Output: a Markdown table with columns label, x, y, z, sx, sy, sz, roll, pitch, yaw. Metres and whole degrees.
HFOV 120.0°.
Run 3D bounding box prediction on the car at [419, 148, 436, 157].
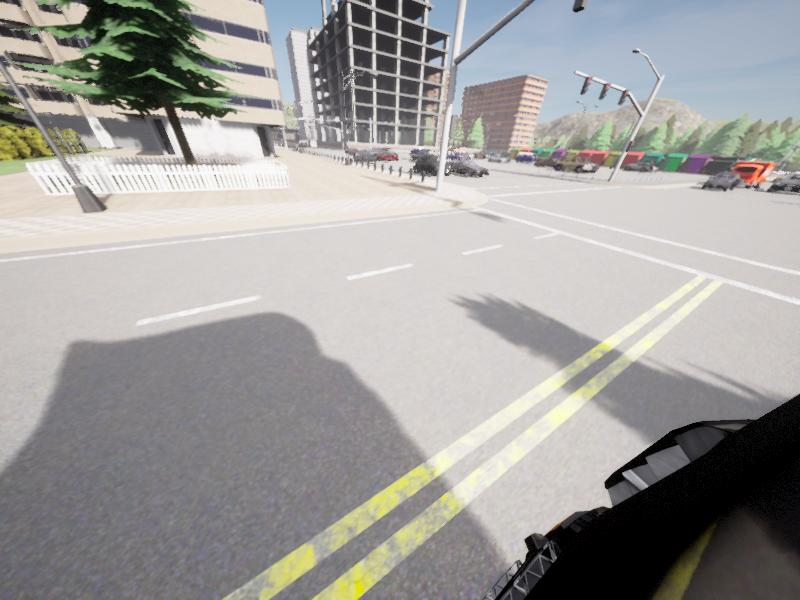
| label | x | y | z | sx | sy | sz | roll | pitch | yaw |
| --- | --- | --- | --- | --- | --- | --- | --- | --- | --- |
| car | 7.091 | -38.959 | 61.005 | 1.932 | 1.855 | 4.605 | -16 | 38 | -26 |

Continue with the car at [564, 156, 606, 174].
| label | x | y | z | sx | sy | sz | roll | pitch | yaw |
| --- | --- | --- | --- | --- | --- | --- | --- | --- | --- |
| car | 26.616 | -19.516 | 33.380 | 1.905 | 1.878 | 3.866 | -16 | 38 | -26 |

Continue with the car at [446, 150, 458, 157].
| label | x | y | z | sx | sy | sz | roll | pitch | yaw |
| --- | --- | --- | --- | --- | --- | --- | --- | --- | --- |
| car | 18.422 | -51.833 | 81.722 | 3.988 | 1.617 | 1.851 | -16 | 38 | -26 |

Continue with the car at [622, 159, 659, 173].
| label | x | y | z | sx | sy | sz | roll | pitch | yaw |
| --- | --- | --- | --- | --- | --- | --- | --- | --- | --- |
| car | 43.576 | -24.352 | 41.986 | 1.905 | 1.878 | 3.866 | -16 | 38 | -26 |

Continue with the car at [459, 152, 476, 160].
| label | x | y | z | sx | sy | sz | roll | pitch | yaw |
| --- | --- | --- | --- | --- | --- | --- | --- | --- | --- |
| car | 17.669 | -37.634 | 60.293 | 1.970 | 1.475 | 3.806 | -16 | 38 | -26 |

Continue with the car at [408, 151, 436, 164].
| label | x | y | z | sx | sy | sz | roll | pitch | yaw |
| --- | --- | --- | --- | --- | --- | --- | --- | --- | --- |
| car | 3.491 | -23.456 | 38.040 | 1.882 | 1.535 | 5.008 | -16 | 38 | -26 |

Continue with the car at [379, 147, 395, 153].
| label | x | y | z | sx | sy | sz | roll | pitch | yaw |
| --- | --- | --- | --- | --- | --- | --- | --- | --- | --- |
| car | -4.282 | -49.872 | 76.759 | 4.892 | 1.490 | 1.837 | -16 | 38 | -26 |

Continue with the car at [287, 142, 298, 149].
| label | x | y | z | sx | sy | sz | roll | pitch | yaw |
| --- | --- | --- | --- | --- | --- | --- | --- | --- | --- |
| car | -34.555 | -49.582 | 74.179 | 2.038 | 1.542 | 4.974 | -16 | 38 | -26 |

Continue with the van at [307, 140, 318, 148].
| label | x | y | z | sx | sy | sz | roll | pitch | yaw |
| --- | --- | --- | --- | --- | --- | --- | --- | --- | --- |
| van | -35.009 | -61.978 | 91.984 | 2.351 | 2.431 | 6.366 | -16 | 38 | -26 |

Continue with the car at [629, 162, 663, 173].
| label | x | y | z | sx | sy | sz | roll | pitch | yaw |
| --- | --- | --- | --- | --- | --- | --- | --- | --- | --- |
| car | 46.076 | -24.858 | 43.377 | 1.970 | 1.475 | 3.806 | -16 | 38 | -26 |

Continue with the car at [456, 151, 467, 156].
| label | x | y | z | sx | sy | sz | roll | pitch | yaw |
| --- | --- | --- | --- | --- | --- | --- | --- | --- | --- |
| car | 24.304 | -57.978 | 91.536 | 3.806 | 1.475 | 1.970 | -16 | 38 | -26 |

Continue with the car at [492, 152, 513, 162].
| label | x | y | z | sx | sy | sz | roll | pitch | yaw |
| --- | --- | --- | --- | --- | --- | --- | --- | --- | --- |
| car | 24.532 | -34.214 | 55.274 | 1.905 | 1.878 | 3.866 | -16 | 38 | -26 |

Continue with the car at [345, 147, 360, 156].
| label | x | y | z | sx | sy | sz | roll | pitch | yaw |
| --- | --- | --- | --- | --- | --- | --- | --- | --- | --- |
| car | -10.814 | -33.718 | 52.390 | 1.812 | 1.442 | 4.674 | -16 | 38 | -26 |

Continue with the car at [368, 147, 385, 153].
| label | x | y | z | sx | sy | sz | roll | pitch | yaw |
| --- | --- | --- | --- | --- | --- | --- | --- | --- | --- |
| car | -7.995 | -50.939 | 78.312 | 5.357 | 1.411 | 2.033 | -16 | 38 | -26 |

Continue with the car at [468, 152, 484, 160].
| label | x | y | z | sx | sy | sz | roll | pitch | yaw |
| --- | --- | --- | --- | --- | --- | --- | --- | --- | --- |
| car | 20.176 | -38.370 | 61.541 | 1.784 | 1.438 | 3.905 | -16 | 38 | -26 |

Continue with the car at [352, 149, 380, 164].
| label | x | y | z | sx | sy | sz | roll | pitch | yaw |
| --- | --- | --- | --- | --- | --- | --- | --- | --- | --- |
| car | -4.897 | -20.186 | 32.474 | 2.038 | 1.542 | 4.974 | -16 | 38 | -26 |

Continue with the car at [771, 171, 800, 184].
| label | x | y | z | sx | sy | sz | roll | pitch | yaw |
| --- | --- | --- | --- | --- | --- | --- | --- | --- | --- |
| car | 62.414 | -19.723 | 37.115 | 5.366 | 1.575 | 1.801 | -15 | 38 | -25 |

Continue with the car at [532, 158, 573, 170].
| label | x | y | z | sx | sy | sz | roll | pitch | yaw |
| --- | --- | --- | --- | --- | --- | --- | --- | --- | --- |
| car | 25.739 | -23.200 | 39.260 | 2.033 | 1.415 | 5.357 | -16 | 38 | -26 |

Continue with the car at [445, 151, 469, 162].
| label | x | y | z | sx | sy | sz | roll | pitch | yaw |
| --- | --- | --- | --- | --- | --- | --- | --- | --- | --- |
| car | 12.143 | -30.576 | 49.132 | 2.242 | 1.667 | 4.611 | -16 | 38 | -26 |

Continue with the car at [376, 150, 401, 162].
| label | x | y | z | sx | sy | sz | roll | pitch | yaw |
| --- | --- | --- | --- | --- | --- | --- | --- | --- | --- |
| car | -2.080 | -25.091 | 40.103 | 2.163 | 1.488 | 4.792 | -16 | 38 | -26 |

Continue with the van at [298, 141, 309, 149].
| label | x | y | z | sx | sy | sz | roll | pitch | yaw |
| --- | --- | --- | --- | --- | --- | --- | --- | --- | --- |
| van | -31.739 | -50.846 | 75.900 | 2.069 | 2.038 | 4.480 | -16 | 38 | -26 |

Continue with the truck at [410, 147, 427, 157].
| label | x | y | z | sx | sy | sz | roll | pitch | yaw |
| --- | --- | --- | --- | --- | --- | --- | --- | --- | --- |
| truck | 4.625 | -38.292 | 59.638 | 2.069 | 2.038 | 4.478 | -16 | 38 | -26 |

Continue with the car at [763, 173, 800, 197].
| label | x | y | z | sx | sy | sz | roll | pitch | yaw |
| --- | --- | --- | --- | --- | --- | --- | --- | --- | --- |
| car | 37.122 | -10.833 | 21.691 | 5.027 | 1.651 | 2.152 | -15 | 38 | -25 |

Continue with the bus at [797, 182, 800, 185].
| label | x | y | z | sx | sy | sz | roll | pitch | yaw |
| --- | --- | --- | --- | --- | --- | --- | --- | --- | --- |
| bus | 65.311 | -19.320 | 34.287 | 10.273 | 4.253 | 3.944 | -15 | 38 | -25 |

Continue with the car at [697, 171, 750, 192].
| label | x | y | z | sx | sy | sz | roll | pitch | yaw |
| --- | --- | --- | --- | --- | --- | --- | --- | --- | --- |
| car | 30.560 | -11.226 | 21.843 | 3.633 | 1.501 | 1.845 | -15 | 38 | -25 |

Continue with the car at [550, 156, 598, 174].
| label | x | y | z | sx | sy | sz | roll | pitch | yaw |
| --- | --- | --- | --- | --- | --- | --- | --- | --- | --- |
| car | 24.085 | -18.835 | 32.152 | 1.932 | 1.855 | 4.605 | -16 | 38 | -26 |

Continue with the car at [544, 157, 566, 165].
| label | x | y | z | sx | sy | sz | roll | pitch | yaw |
| --- | --- | --- | --- | --- | --- | --- | --- | --- | --- |
| car | 37.336 | -33.588 | 55.726 | 1.784 | 1.438 | 3.905 | -16 | 38 | -26 |

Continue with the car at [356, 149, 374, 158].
| label | x | y | z | sx | sy | sz | roll | pitch | yaw |
| --- | --- | --- | --- | --- | --- | --- | --- | --- | --- |
| car | -7.310 | -30.190 | 47.507 | 1.895 | 1.301 | 4.718 | -16 | 38 | -26 |

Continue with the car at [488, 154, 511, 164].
| label | x | y | z | sx | sy | sz | roll | pitch | yaw |
| --- | --- | --- | --- | --- | --- | --- | --- | --- | --- |
| car | 20.222 | -28.689 | 47.071 | 1.970 | 1.475 | 3.806 | -16 | 38 | -26 |

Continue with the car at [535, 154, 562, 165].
| label | x | y | z | sx | sy | sz | roll | pitch | yaw |
| --- | --- | --- | --- | --- | --- | --- | --- | --- | --- |
| car | 34.807 | -33.083 | 54.389 | 1.932 | 1.855 | 4.605 | -16 | 38 | -26 |

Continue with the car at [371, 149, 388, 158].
| label | x | y | z | sx | sy | sz | roll | pitch | yaw |
| --- | --- | --- | --- | --- | --- | --- | --- | --- | --- |
| car | -4.436 | -31.261 | 49.209 | 1.812 | 1.442 | 4.674 | -16 | 38 | -26 |

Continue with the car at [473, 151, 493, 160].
| label | x | y | z | sx | sy | sz | roll | pitch | yaw |
| --- | --- | --- | --- | --- | --- | --- | --- | --- | --- |
| car | 22.482 | -39.229 | 62.633 | 1.932 | 1.855 | 4.605 | -16 | 38 | -26 |

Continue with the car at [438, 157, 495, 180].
| label | x | y | z | sx | sy | sz | roll | pitch | yaw |
| --- | --- | --- | --- | --- | --- | --- | --- | --- | --- |
| car | 6.268 | -12.926 | 22.587 | 2.033 | 1.411 | 5.357 | -16 | 38 | -26 |

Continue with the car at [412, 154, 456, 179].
| label | x | y | z | sx | sy | sz | roll | pitch | yaw |
| --- | --- | --- | --- | --- | --- | --- | --- | --- | --- |
| car | 3.010 | -12.389 | 21.329 | 1.851 | 1.617 | 3.988 | -16 | 38 | -26 |

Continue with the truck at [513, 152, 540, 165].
| label | x | y | z | sx | sy | sz | roll | pitch | yaw |
| --- | --- | --- | --- | --- | --- | --- | --- | --- | --- |
| truck | 27.730 | -31.116 | 50.703 | 2.069 | 2.038 | 4.478 | -16 | 38 | -26 |

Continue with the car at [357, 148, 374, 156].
| label | x | y | z | sx | sy | sz | roll | pitch | yaw |
| --- | --- | --- | --- | --- | --- | --- | --- | --- | --- |
| car | -8.082 | -34.856 | 54.360 | 2.033 | 1.411 | 5.357 | -16 | 38 | -26 |

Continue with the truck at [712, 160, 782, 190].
| label | x | y | z | sx | sy | sz | roll | pitch | yaw |
| --- | --- | --- | --- | --- | --- | --- | --- | --- | --- |
| truck | 37.323 | -13.445 | 24.870 | 5.204 | 2.467 | 2.627 | -15 | 37 | -25 |

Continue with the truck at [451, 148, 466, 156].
| label | x | y | z | sx | sy | sz | roll | pitch | yaw |
| --- | --- | --- | --- | --- | --- | --- | --- | --- | --- |
| truck | 23.890 | -60.551 | 94.389 | 5.204 | 2.467 | 2.627 | -16 | 38 | -26 |

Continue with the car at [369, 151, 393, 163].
| label | x | y | z | sx | sy | sz | roll | pitch | yaw |
| --- | --- | --- | --- | --- | --- | --- | --- | --- | --- |
| car | -2.991 | -22.054 | 35.639 | 1.895 | 1.301 | 4.718 | -16 | 38 | -26 |
